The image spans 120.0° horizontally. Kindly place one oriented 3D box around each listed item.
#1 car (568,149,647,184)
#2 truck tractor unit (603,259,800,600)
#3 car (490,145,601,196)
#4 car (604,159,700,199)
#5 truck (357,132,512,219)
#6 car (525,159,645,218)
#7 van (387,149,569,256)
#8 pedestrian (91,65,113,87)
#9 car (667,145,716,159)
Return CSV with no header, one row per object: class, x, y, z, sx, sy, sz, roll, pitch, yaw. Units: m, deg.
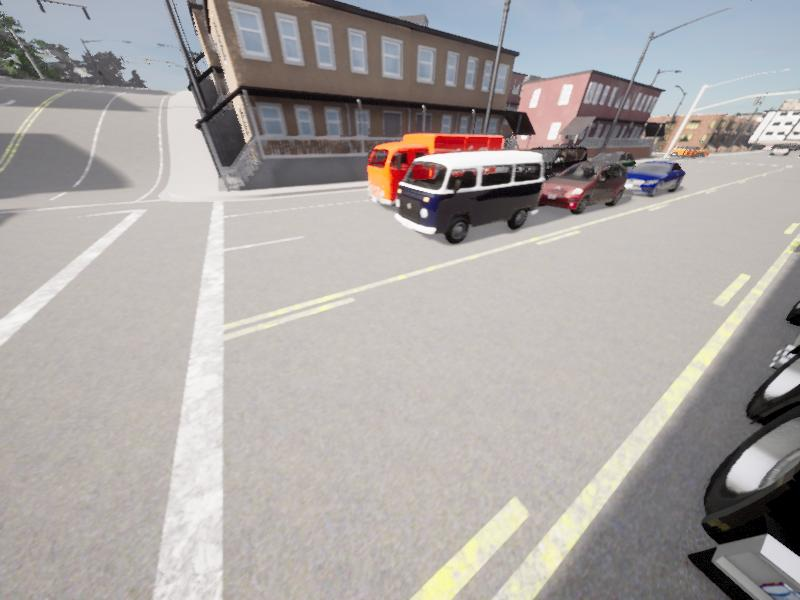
car,14.273,-9.295,15.941,4.553,1.767,2.097,-18,39,-25
truck tractor unit,5.101,-0.310,0.798,6.516,4.208,3.053,-19,39,-25
car,8.049,-7.323,12.827,5.566,2.045,2.150,-18,39,-25
car,13.334,-6.517,12.243,4.674,1.442,1.812,-18,39,-25
truck,1.321,-5.201,9.343,5.204,2.467,2.627,-17,39,-24
car,7.413,-4.630,9.332,3.988,1.617,1.851,-18,39,-25
van,2.121,-3.054,6.638,4.480,2.038,2.069,-18,39,-25
pedestrian,-38.086,-28.656,29.558,0.751,1.860,0.751,-17,38,-23
car,48.883,-24.988,38.826,2.097,1.767,4.553,-22,41,-29
